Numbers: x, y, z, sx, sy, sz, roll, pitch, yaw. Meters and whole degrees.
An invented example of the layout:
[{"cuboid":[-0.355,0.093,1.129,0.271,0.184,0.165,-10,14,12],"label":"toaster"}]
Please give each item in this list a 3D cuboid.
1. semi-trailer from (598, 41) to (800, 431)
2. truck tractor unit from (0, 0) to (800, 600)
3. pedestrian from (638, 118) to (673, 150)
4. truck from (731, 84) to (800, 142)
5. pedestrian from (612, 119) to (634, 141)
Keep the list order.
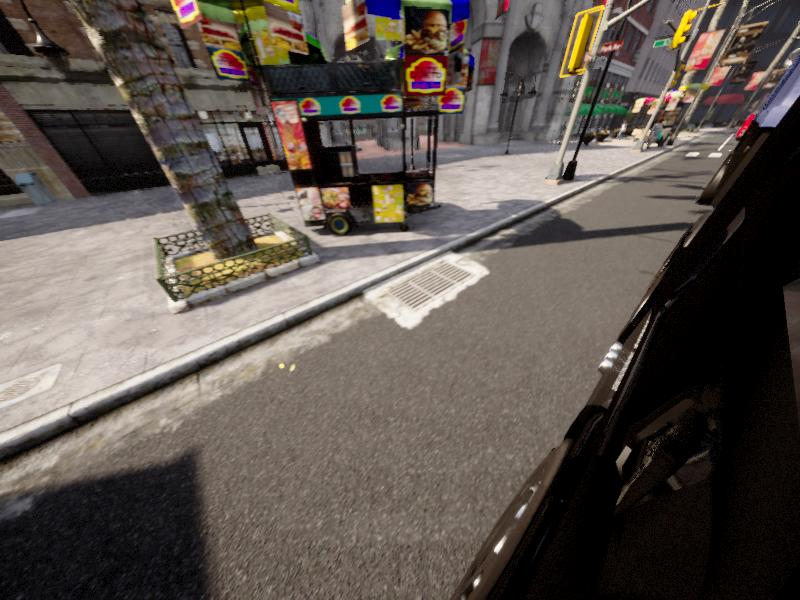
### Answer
[{"cuboid":[8.698,-3.595,4.243,14.254,4.402,2.717,-28,44,-30],"label":"semi-trailer"},{"cuboid":[2.645,-0.295,0.352,6.516,4.208,3.053,-28,44,-30],"label":"truck tractor unit"},{"cuboid":[18.804,-12.262,17.066,0.751,1.860,0.751,-6,37,-5],"label":"pedestrian"},{"cuboid":[35.392,-17.560,21.813,8.468,3.827,2.891,-27,43,-29],"label":"truck"},{"cuboid":[23.949,-18.318,24.851,0.751,1.860,0.751,-3,37,-1],"label":"pedestrian"}]
